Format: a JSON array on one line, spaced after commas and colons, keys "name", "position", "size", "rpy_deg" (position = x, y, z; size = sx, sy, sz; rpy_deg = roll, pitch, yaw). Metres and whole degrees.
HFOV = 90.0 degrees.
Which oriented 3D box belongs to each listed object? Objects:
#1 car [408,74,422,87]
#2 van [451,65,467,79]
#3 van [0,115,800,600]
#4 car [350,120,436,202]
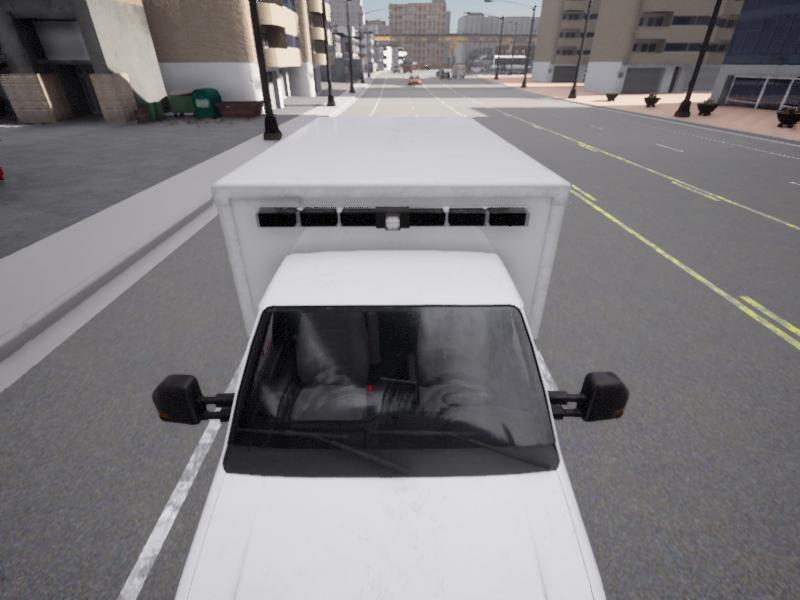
[{"name": "car", "position": [2.513, -37.312, 68.009], "size": [2.242, 1.667, 4.611], "rpy_deg": [0, 32, -1]}, {"name": "van", "position": [12.738, -49.658, 86.957], "size": [2.351, 2.431, 6.366], "rpy_deg": [0, 32, -1]}, {"name": "van", "position": [-0.060, -0.180, 3.971], "size": [2.351, 2.431, 6.366], "rpy_deg": [0, 30, 0]}, {"name": "car", "position": [-0.199, -4.461, 12.320], "size": [2.128, 1.511, 4.902], "rpy_deg": [0, 30, -1]}]
